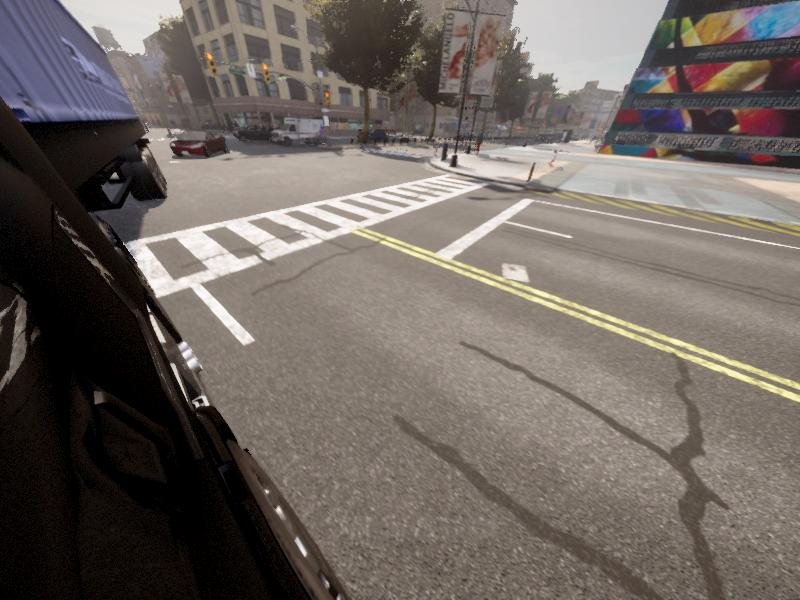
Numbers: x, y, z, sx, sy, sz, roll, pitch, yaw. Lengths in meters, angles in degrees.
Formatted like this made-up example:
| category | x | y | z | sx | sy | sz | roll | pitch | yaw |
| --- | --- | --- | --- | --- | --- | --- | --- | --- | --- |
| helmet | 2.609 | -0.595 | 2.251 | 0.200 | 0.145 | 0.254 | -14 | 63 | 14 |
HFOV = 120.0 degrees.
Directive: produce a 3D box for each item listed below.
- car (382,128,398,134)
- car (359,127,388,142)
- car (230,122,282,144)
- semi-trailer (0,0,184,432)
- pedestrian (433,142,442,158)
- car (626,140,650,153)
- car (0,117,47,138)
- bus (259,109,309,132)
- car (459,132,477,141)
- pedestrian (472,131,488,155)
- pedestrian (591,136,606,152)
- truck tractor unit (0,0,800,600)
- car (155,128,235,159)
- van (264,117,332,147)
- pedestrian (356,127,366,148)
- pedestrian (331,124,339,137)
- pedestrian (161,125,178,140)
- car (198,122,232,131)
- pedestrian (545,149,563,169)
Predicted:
| category | x | y | z | sx | sy | sz | roll | pitch | yaw |
| --- | --- | --- | --- | --- | --- | --- | --- | --- | --- |
| car | -3.071 | -52.807 | 72.166 | 5.008 | 1.535 | 1.882 | 26 | 43 | 28 |
| car | -4.260 | -27.047 | 37.740 | 2.097 | 1.767 | 4.553 | 27 | 43 | 29 |
| car | -16.696 | -19.459 | 26.905 | 4.605 | 1.855 | 1.932 | -18 | 42 | -26 |
| semi-trailer | -7.851 | -4.081 | 4.903 | 2.717 | 4.402 | 14.254 | -25 | 45 | -31 |
| pedestrian | 3.314 | -13.363 | 20.564 | 0.500 | 1.100 | 0.500 | 21 | 41 | 23 |
| car | 39.249 | -25.441 | 38.202 | 2.161 | 1.482 | 4.786 | 27 | 43 | 29 |
| car | -37.364 | -17.046 | 22.825 | 4.902 | 1.511 | 2.128 | 27 | 43 | 29 |
| bus | -29.664 | -46.261 | 59.713 | 3.944 | 4.253 | 10.273 | 27 | 43 | 29 |
| car | 15.835 | -38.070 | 53.791 | 1.812 | 1.442 | 4.674 | 27 | 43 | 29 |
| pedestrian | 7.551 | -14.911 | 21.981 | 0.751 | 1.860 | 0.751 | -26 | 45 | -32 |
| pedestrian | 28.364 | -22.323 | 32.996 | 0.751 | 1.860 | 0.751 | 16 | 39 | 17 |
| truck tractor unit | -2.645 | -0.295 | 0.351 | 6.516 | 4.208 | 3.053 | 28 | 44 | 30 |
| car | -14.051 | -11.118 | 16.326 | 2.163 | 1.488 | 4.792 | -4 | 38 | -9 |
| van | -11.105 | -18.826 | 25.924 | 2.351 | 2.431 | 6.366 | 25 | 43 | 27 |
| pedestrian | -4.320 | -17.998 | 25.646 | 0.751 | 1.860 | 0.751 | -22 | 43 | -29 |
| pedestrian | -11.932 | -31.160 | 42.404 | 0.751 | 1.860 | 0.751 | 24 | 42 | 26 |
| pedestrian | -26.267 | -19.143 | 26.373 | 0.751 | 1.300 | 0.751 | 22 | 41 | 24 |
| car | -39.962 | -37.652 | 50.086 | 2.033 | 1.411 | 5.357 | 27 | 44 | 29 |
| pedestrian | 10.562 | -9.677 | 15.847 | 0.500 | 1.100 | 0.500 | -29 | 47 | -35 |
